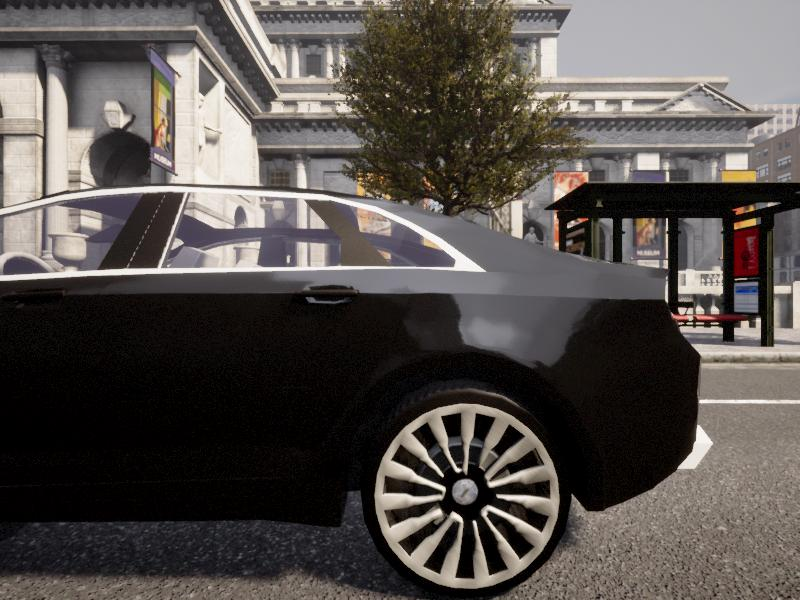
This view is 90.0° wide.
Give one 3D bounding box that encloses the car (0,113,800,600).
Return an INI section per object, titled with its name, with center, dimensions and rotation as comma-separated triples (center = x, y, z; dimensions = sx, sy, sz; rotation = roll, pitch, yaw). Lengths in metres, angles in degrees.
[car]
center = -1.169, 0.236, 2.211
dimensions = 4.902, 1.511, 2.128
rotation = 0, 0, 1
